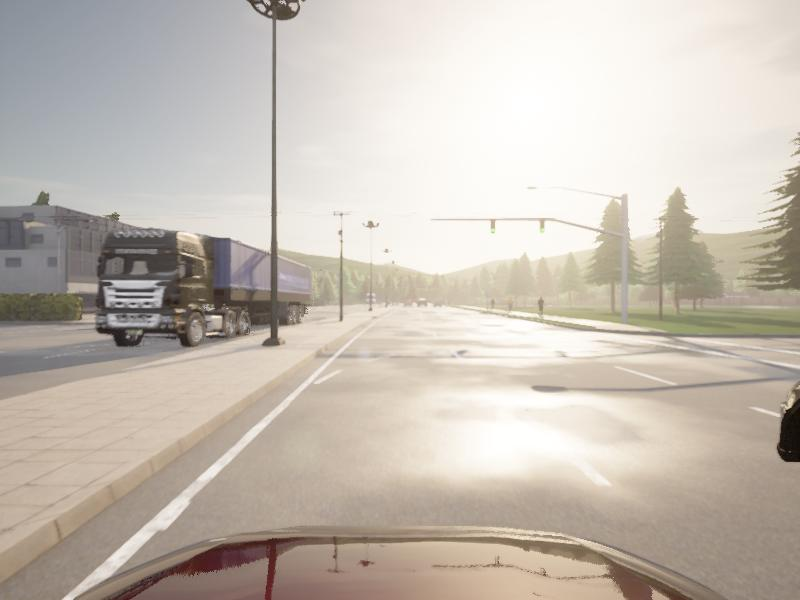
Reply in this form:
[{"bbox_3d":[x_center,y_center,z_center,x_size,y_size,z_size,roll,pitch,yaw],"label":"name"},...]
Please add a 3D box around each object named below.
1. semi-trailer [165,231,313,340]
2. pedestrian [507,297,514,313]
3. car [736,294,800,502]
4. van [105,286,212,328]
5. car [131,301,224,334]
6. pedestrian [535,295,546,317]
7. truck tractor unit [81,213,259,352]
[{"bbox_3d":[-8.063,-0.587,23.290,2.717,4.402,14.254,0,0,1],"label":"semi-trailer"},{"bbox_3d":[13.038,0.548,47.243,0.751,1.860,0.751,0,0,3],"label":"pedestrian"},{"bbox_3d":[3.955,0.780,1.351,2.033,1.649,4.856,0,0,8],"label":"car"},{"bbox_3d":[-15.642,0.414,26.535,2.351,2.431,6.366,0,0,12],"label":"van"},{"bbox_3d":[-11.775,0.853,21.676,2.038,1.542,4.974,0,0,3],"label":"car"},{"bbox_3d":[12.497,0.532,35.491,0.751,1.860,0.751,0,0,4],"label":"pedestrian"},{"bbox_3d":[-8.115,-0.504,15.374,3.053,4.208,6.516,0,0,0],"label":"truck tractor unit"}]
